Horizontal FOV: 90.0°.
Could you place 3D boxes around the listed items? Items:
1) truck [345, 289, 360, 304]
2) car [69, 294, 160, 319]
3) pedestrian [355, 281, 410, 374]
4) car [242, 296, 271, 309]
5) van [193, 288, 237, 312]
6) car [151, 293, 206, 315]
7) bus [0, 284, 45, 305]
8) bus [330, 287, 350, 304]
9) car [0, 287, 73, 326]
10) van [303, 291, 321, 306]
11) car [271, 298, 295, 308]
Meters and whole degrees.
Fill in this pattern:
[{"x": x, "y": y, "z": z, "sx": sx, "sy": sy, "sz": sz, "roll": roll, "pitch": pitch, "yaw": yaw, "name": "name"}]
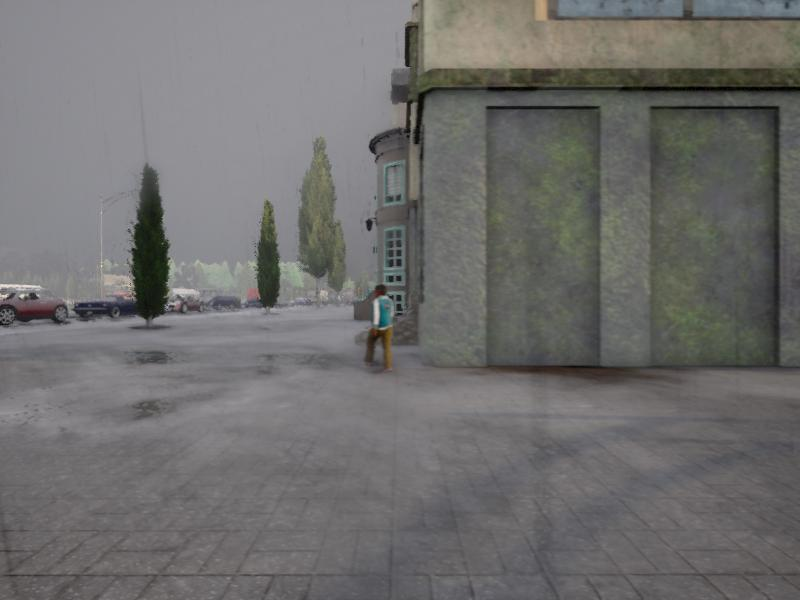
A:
[{"x": -12.279, "y": -0.917, "z": 103.258, "sx": 2.891, "sy": 3.827, "sz": 8.468, "roll": 0, "pitch": 0, "yaw": 0, "name": "truck"}, {"x": -16.167, "y": 0.352, "z": 23.034, "sx": 1.895, "sy": 1.301, "sz": 4.718, "roll": 0, "pitch": 0, "yaw": 0, "name": "car"}, {"x": -0.224, "y": 0.327, "z": 5.088, "sx": 0.500, "sy": 1.100, "sz": 0.500, "roll": 0, "pitch": 0, "yaw": -36, "name": "pedestrian"}, {"x": -16.199, "y": 0.263, "z": 45.388, "sx": 1.816, "sy": 1.474, "sz": 4.193, "roll": 0, "pitch": 0, "yaw": 0, "name": "car"}, {"x": -16.185, "y": 0.005, "z": 35.273, "sx": 1.775, "sy": 1.987, "sz": 4.442, "roll": 0, "pitch": 0, "yaw": 0, "name": "van"}, {"x": -16.179, "y": 0.262, "z": 29.482, "sx": 1.970, "sy": 1.475, "sz": 3.806, "roll": 0, "pitch": 0, "yaw": 0, "name": "car"}, {"x": -81.835, "y": -1.095, "z": 84.933, "sx": 3.944, "sy": 4.253, "sz": 10.273, "roll": 0, "pitch": 0, "yaw": 0, "name": "bus"}, {"x": -16.172, "y": -1.129, "z": 108.836, "sx": 3.944, "sy": 4.253, "sz": 10.273, "roll": 0, "pitch": 0, "yaw": 0, "name": "bus"}, {"x": -16.165, "y": 0.262, "z": 16.669, "sx": 1.970, "sy": 1.475, "sz": 3.806, "roll": 0, "pitch": 0, "yaw": 0, "name": "car"}, {"x": -16.246, "y": -0.290, "z": 73.933, "sx": 1.988, "sy": 2.561, "sz": 5.915, "roll": 0, "pitch": 0, "yaw": 0, "name": "van"}, {"x": -16.215, "y": 0.353, "z": 55.724, "sx": 1.895, "sy": 1.301, "sz": 4.718, "roll": 0, "pitch": 0, "yaw": 0, "name": "car"}]
